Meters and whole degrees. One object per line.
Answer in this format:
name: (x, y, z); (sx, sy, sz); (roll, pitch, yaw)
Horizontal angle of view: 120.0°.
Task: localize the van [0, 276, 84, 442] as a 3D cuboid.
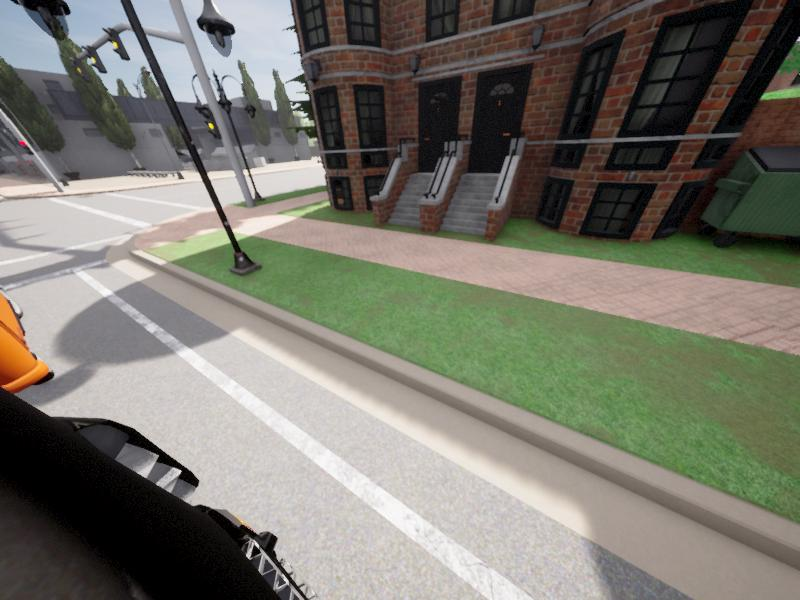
van: (-5.886, 0.121, 2.344); (4.442, 1.987, 1.775); (16, 38, 26)
